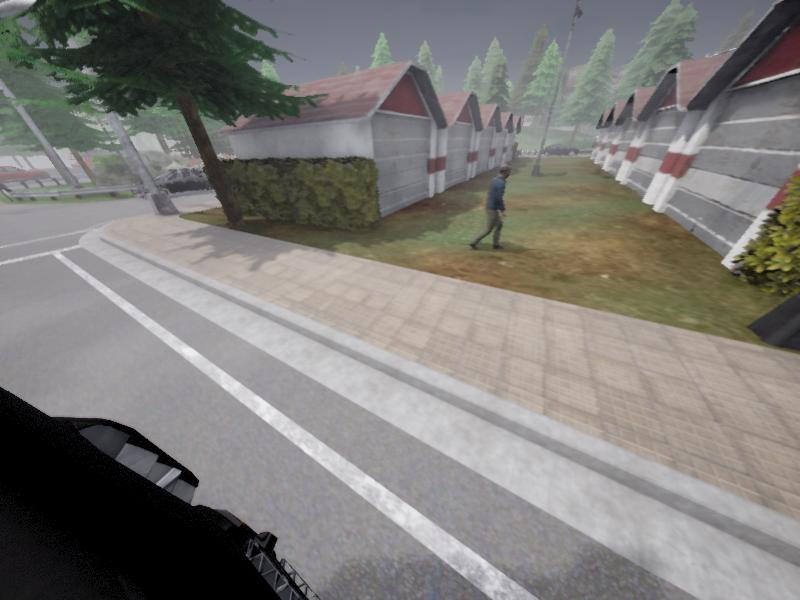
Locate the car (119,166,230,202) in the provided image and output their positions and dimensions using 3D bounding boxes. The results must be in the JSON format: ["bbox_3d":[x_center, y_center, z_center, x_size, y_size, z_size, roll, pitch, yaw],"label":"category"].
[{"bbox_3d":[-15.176,-8.137,15.943,2.128,1.511,4.902,16,38,25],"label":"car"}]

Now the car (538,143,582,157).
[{"bbox_3d":[23.148,-21.790,33.599,5.008,1.535,1.882,16,38,26],"label":"car"}]

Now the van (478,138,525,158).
[{"bbox_3d":[15.968,-24.082,36.687,6.366,2.431,2.351,9,36,16],"label":"van"}]

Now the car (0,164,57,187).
[{"bbox_3d":[-46.353,-14.894,27.587,2.150,2.045,5.566,16,38,26],"label":"car"}]

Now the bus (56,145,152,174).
[{"bbox_3d":[-57.619,-27.841,45.594,3.944,4.253,10.273,16,38,26],"label":"bus"}]

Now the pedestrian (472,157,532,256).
[{"bbox_3d":[2.105,-1.996,5.031,0.751,1.860,0.751,4,35,10],"label":"pedestrian"}]

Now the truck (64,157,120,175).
[{"bbox_3d":[-56.287,-24.642,42.353,2.627,2.467,5.204,16,38,26],"label":"truck"}]

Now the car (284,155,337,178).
[{"bbox_3d":[-9.214,-14.104,24.262,2.242,1.667,4.611,17,38,26],"label":"car"}]
